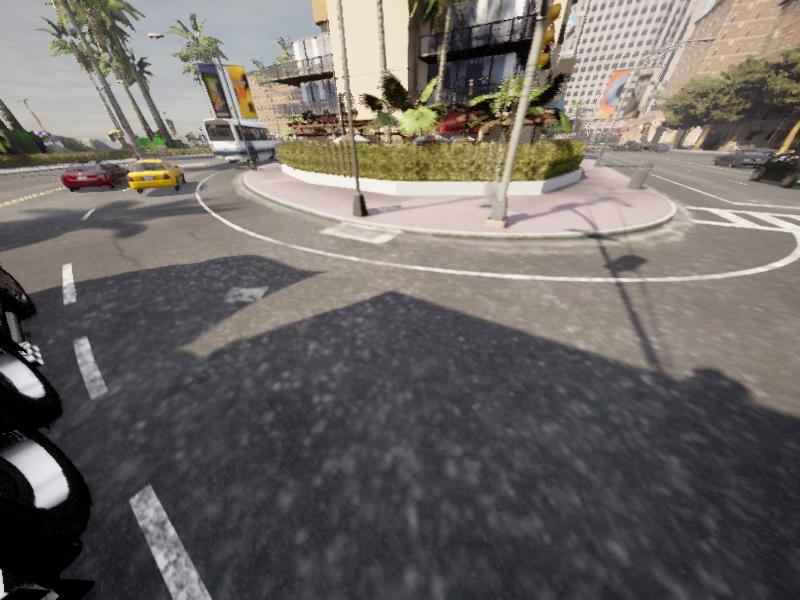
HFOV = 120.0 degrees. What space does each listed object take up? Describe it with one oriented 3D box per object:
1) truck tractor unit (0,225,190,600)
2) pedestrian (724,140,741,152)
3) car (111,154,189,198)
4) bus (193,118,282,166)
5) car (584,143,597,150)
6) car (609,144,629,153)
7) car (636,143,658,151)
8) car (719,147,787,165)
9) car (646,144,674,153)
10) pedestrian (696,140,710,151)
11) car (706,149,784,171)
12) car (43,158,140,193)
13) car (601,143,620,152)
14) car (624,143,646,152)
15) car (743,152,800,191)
[{"bbox_3d":[-5.043,-0.363,0.871,6.516,4.208,3.053,21,40,27],"label":"truck tractor unit"},{"bbox_3d":[62.498,-28.963,43.471,0.751,1.860,0.751,2,35,3],"label":"pedestrian"},{"bbox_3d":[-13.838,-7.258,13.207,1.801,1.575,5.366,-20,39,-26],"label":"car"},{"bbox_3d":[-19.586,-19.974,29.260,3.944,4.253,10.273,-2,35,-2],"label":"bus"},{"bbox_3d":[49.040,-39.615,59.527,1.801,1.575,5.366,17,38,23],"label":"car"},{"bbox_3d":[45.506,-31.587,48.096,1.994,1.385,4.181,17,38,23],"label":"car"},{"bbox_3d":[56.922,-35.339,53.356,2.163,1.488,4.792,17,38,23],"label":"car"},{"bbox_3d":[38.741,-16.017,25.586,2.163,1.488,4.792,17,38,23],"label":"car"},{"bbox_3d":[53.078,-31.084,47.304,2.033,1.411,5.357,14,37,20],"label":"car"},{"bbox_3d":[64.965,-33.168,49.525,0.751,1.860,0.751,15,38,21],"label":"pedestrian"},{"bbox_3d":[32.377,-13.427,21.966,2.033,1.411,5.357,17,38,23],"label":"car"},{"bbox_3d":[-18.253,-7.674,14.024,1.994,1.385,4.181,-17,38,-23],"label":"car"},{"bbox_3d":[50.065,-36.409,55.071,2.152,1.651,5.027,17,38,23],"label":"car"},{"bbox_3d":[50.676,-32.977,49.860,2.033,1.649,4.856,17,38,23],"label":"car"},{"bbox_3d":[22.600,-7.340,13.058,1.851,1.617,3.988,17,38,23],"label":"car"}]
